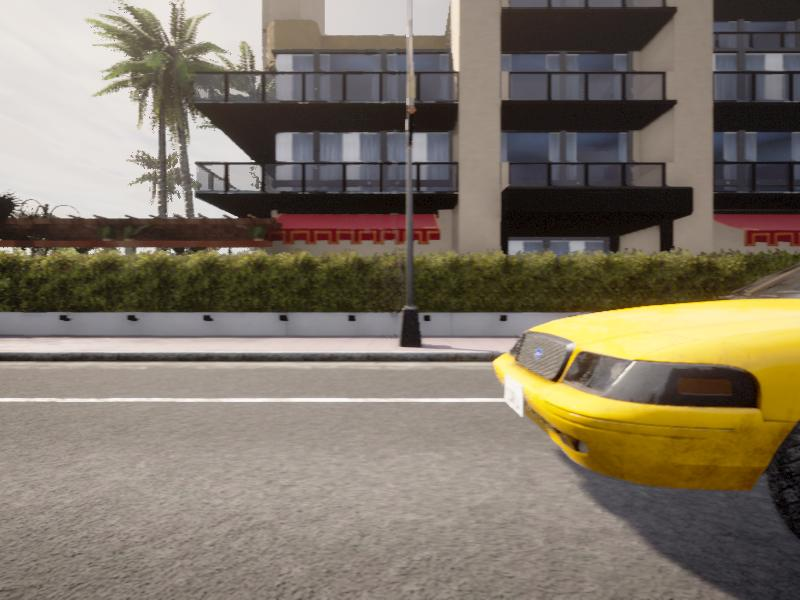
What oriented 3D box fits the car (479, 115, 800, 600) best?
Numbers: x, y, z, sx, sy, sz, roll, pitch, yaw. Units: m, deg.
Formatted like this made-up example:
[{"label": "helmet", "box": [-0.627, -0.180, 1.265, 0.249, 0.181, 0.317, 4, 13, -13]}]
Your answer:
[{"label": "car", "box": [3.304, 0.206, 2.202, 5.366, 1.575, 1.801, 0, 0, 0]}]
